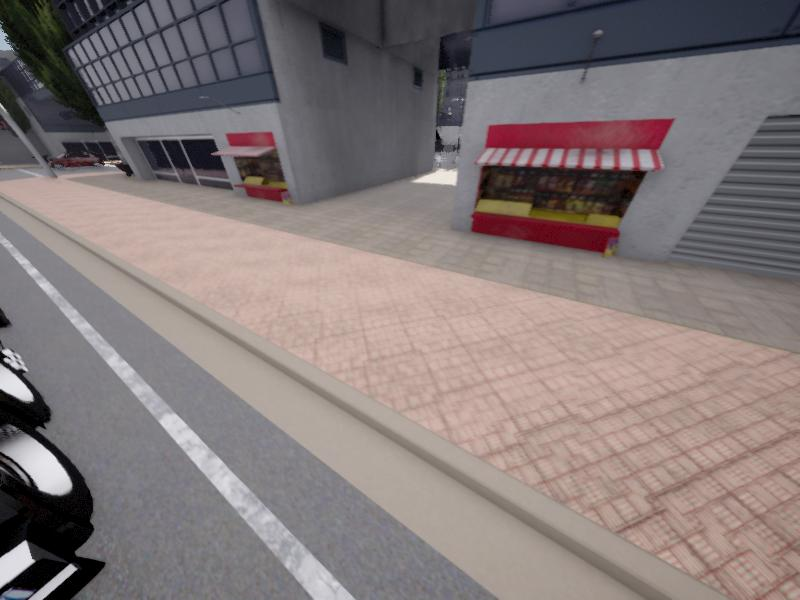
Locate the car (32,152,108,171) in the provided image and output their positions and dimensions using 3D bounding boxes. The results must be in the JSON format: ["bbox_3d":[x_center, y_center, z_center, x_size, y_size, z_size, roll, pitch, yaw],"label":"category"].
[{"bbox_3d":[-34.777,-14.796,24.531,1.816,1.474,4.193,18,39,25],"label":"car"}]

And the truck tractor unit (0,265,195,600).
[{"bbox_3d":[-5.110,-0.296,0.811,6.516,4.208,3.053,18,38,25],"label":"truck tractor unit"}]
